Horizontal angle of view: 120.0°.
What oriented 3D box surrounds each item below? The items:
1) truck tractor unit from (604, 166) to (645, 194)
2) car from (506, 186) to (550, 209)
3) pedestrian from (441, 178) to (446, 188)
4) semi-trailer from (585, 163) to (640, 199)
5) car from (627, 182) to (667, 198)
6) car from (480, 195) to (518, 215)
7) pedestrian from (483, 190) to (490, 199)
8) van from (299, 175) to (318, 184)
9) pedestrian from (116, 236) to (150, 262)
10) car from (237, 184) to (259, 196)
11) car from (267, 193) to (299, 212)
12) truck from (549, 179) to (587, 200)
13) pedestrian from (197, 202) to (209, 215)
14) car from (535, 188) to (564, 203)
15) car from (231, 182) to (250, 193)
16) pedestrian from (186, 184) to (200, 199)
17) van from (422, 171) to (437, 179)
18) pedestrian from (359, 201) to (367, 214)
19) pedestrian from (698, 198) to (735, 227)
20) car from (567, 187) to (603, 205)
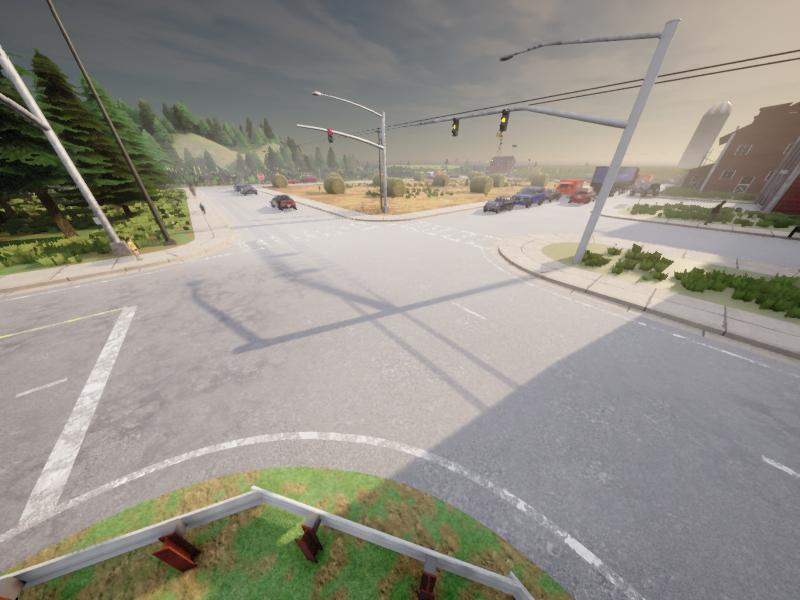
[{"bbox_3d":[40.548,-21.736,41.762,6.516,4.208,3.053,-23,37,-34],"label":"truck tractor unit"},{"bbox_3d":[15.392,-12.350,27.640,5.566,2.045,2.150,-23,37,-34],"label":"car"},{"bbox_3d":[9.390,-25.011,49.395,0.751,1.860,0.751,-2,30,-3],"label":"pedestrian"},{"bbox_3d":[34.498,-19.329,37.264,14.254,4.402,2.717,-22,36,-34],"label":"semi-trailer"},{"bbox_3d":[37.519,-16.849,35.271,1.905,1.878,3.866,-2,28,9],"label":"car"},{"bbox_3d":[10.235,-9.931,23.957,3.633,1.501,1.845,-23,37,-34],"label":"car"},{"bbox_3d":[12.192,-14.835,32.538,0.500,1.100,0.500,24,38,35],"label":"pedestrian"},{"bbox_3d":[-26.052,-34.335,65.762,4.442,1.987,1.775,-20,36,-31],"label":"van"},{"bbox_3d":[-12.811,-2.467,11.114,0.500,1.100,0.500,-8,31,-13],"label":"pedestrian"},{"bbox_3d":[-25.908,-18.765,39.320,2.038,1.542,4.974,-22,37,-33],"label":"car"},{"bbox_3d":[-13.211,-11.045,26.004,1.816,1.474,4.193,-22,37,-33],"label":"car"},{"bbox_3d":[25.372,-16.811,34.938,5.204,2.467,2.627,-23,37,-34],"label":"truck"},{"bbox_3d":[-18.661,-8.643,21.864,0.500,1.100,0.500,-19,35,-29],"label":"pedestrian"},{"bbox_3d":[20.426,-14.296,31.502,3.705,1.549,1.789,-23,37,-34],"label":"car"},{"bbox_3d":[-30.385,-21.484,44.022,1.882,1.535,5.008,-22,37,-34],"label":"car"},{"bbox_3d":[-29.519,-15.481,32.949,0.751,1.860,0.751,24,38,35],"label":"pedestrian"},{"bbox_3d":[11.565,-48.618,89.949,5.915,2.561,1.988,-21,36,-31],"label":"van"},{"bbox_3d":[-3.687,-9.170,22.775,0.500,1.100,0.500,26,39,37],"label":"pedestrian"},{"bbox_3d":[23.053,-6.371,16.878,0.751,1.860,0.751,-13,32,-21],"label":"pedestrian"},{"bbox_3d":[24.213,-13.665,30.289,4.611,1.667,2.242,-23,37,-34],"label":"car"}]
